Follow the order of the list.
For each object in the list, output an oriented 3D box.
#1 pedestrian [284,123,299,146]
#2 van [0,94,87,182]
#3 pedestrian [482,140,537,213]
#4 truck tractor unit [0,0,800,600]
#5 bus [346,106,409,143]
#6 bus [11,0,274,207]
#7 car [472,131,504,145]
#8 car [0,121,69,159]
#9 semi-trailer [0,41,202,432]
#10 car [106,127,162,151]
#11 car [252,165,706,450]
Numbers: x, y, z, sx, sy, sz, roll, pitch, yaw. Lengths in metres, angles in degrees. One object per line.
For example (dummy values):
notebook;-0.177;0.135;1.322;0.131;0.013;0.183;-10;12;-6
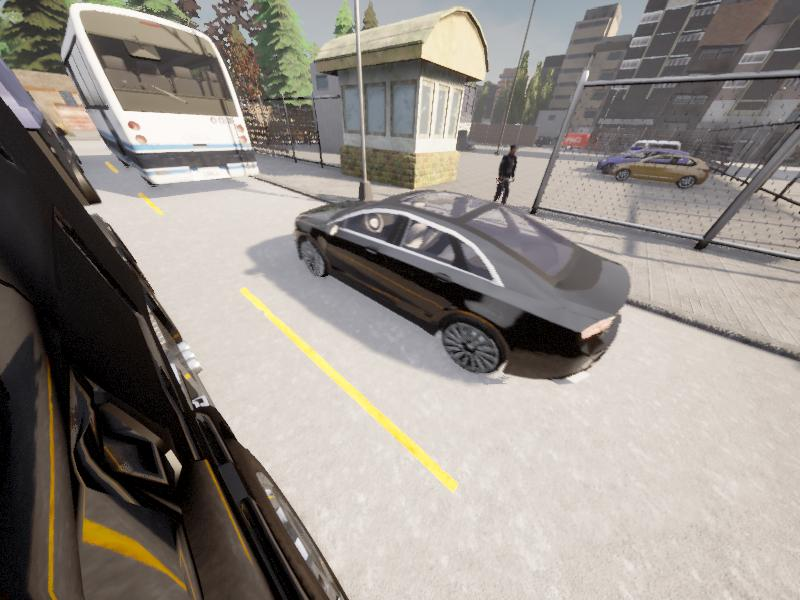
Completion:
pedestrian;-11.499;-17.489;24.441;0.751;1.860;0.751;28;44;30
van;-16.115;-7.105;9.969;5.915;2.561;1.988;30;44;31
pedestrian;3.258;-3.717;7.056;0.751;1.860;0.751;-4;37;-8
truck tractor unit;-2.645;-0.295;0.351;6.516;4.208;3.053;28;44;30
bus;-3.357;-28.704;38.143;3.944;4.253;10.273;28;43;30
bus;-10.182;-7.472;9.409;10.273;4.253;3.944;29;44;30
car;18.121;-33.526;47.823;5.566;2.045;2.150;28;44;30
car;-21.611;-9.263;13.299;3.705;1.549;1.789;21;40;23
semi-trailer;-8.706;-3.607;4.208;14.254;4.402;2.717;28;44;30
car;-20.763;-12.778;18.256;1.895;1.301;4.718;-20;42;-27
car;0.252;-0.779;3.446;4.902;1.511;2.128;28;44;30
